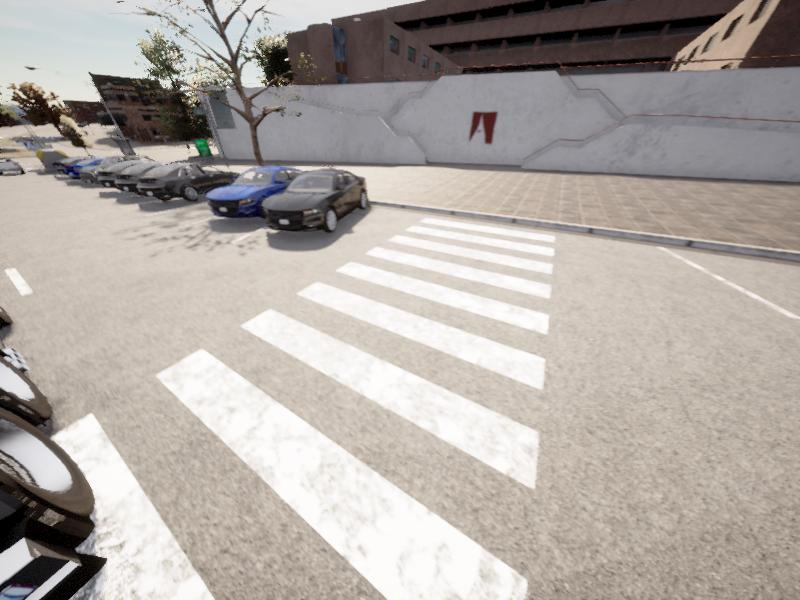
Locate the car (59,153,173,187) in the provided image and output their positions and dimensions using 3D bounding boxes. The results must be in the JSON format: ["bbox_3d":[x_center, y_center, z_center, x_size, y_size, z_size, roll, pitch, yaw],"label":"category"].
[{"bbox_3d":[-20.351,-9.661,16.967,2.185,1.767,4.553,7,34,11],"label":"car"}]

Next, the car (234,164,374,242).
[{"bbox_3d":[-2.652,-3.681,8.051,2.097,1.535,5.008,6,34,8],"label":"car"}]

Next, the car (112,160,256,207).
[{"bbox_3d":[-10.324,-6.129,11.783,2.231,1.521,4.892,6,34,10],"label":"car"}]

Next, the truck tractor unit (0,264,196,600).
[{"bbox_3d":[-5.122,-0.281,0.805,6.516,4.208,3.053,18,38,25],"label":"truck tractor unit"}]

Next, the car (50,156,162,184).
[{"bbox_3d":[-22.834,-10.419,18.362,2.097,1.535,5.008,7,34,12],"label":"car"}]

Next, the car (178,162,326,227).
[{"bbox_3d":[-5.216,-4.498,9.290,2.097,1.535,5.008,6,34,9],"label":"car"}]

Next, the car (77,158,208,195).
[{"bbox_3d":[-15.377,-7.810,14.358,2.231,1.521,4.892,6,34,11],"label":"car"}]

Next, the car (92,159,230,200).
[{"bbox_3d":[-12.859,-6.965,13.061,2.231,1.521,4.892,6,34,10],"label":"car"}]

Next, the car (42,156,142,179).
[{"bbox_3d":[-27.734,-12.216,21.131,2.231,1.521,4.892,8,34,13],"label":"car"}]

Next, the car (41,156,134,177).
[{"bbox_3d":[-30.149,-13.130,22.592,2.163,1.488,4.792,8,34,13],"label":"car"}]
